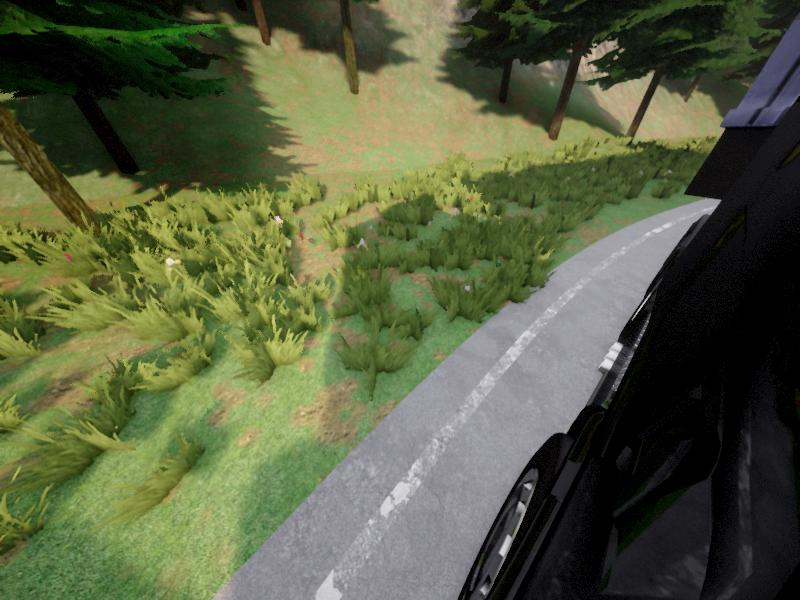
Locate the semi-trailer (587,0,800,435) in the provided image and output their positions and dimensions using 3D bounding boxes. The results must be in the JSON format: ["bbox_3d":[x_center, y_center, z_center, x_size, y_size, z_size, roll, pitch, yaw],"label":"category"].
[{"bbox_3d":[9.428,-2.969,3.336,14.254,4.402,2.717,-19,40,-20],"label":"semi-trailer"}]

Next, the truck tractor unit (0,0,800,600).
[{"bbox_3d":[2.645,-0.295,0.351,6.516,4.208,3.053,-28,44,-30],"label":"truck tractor unit"}]
